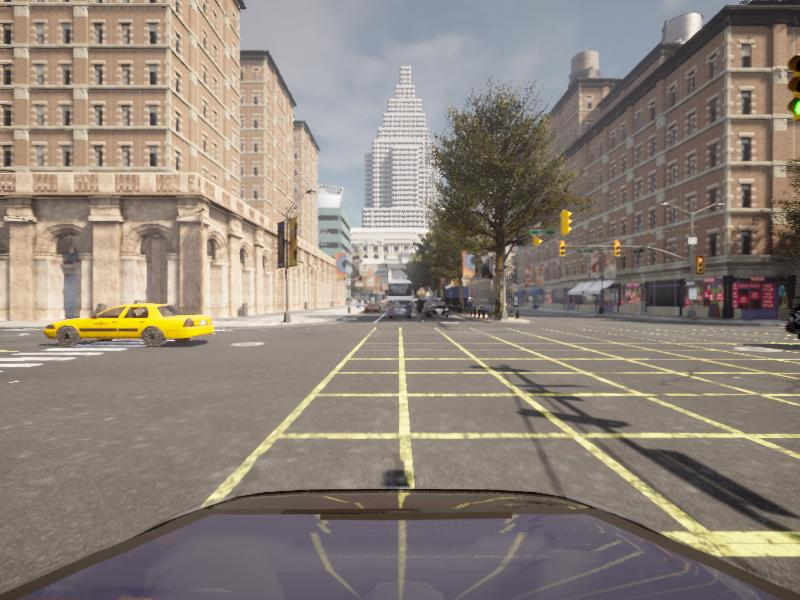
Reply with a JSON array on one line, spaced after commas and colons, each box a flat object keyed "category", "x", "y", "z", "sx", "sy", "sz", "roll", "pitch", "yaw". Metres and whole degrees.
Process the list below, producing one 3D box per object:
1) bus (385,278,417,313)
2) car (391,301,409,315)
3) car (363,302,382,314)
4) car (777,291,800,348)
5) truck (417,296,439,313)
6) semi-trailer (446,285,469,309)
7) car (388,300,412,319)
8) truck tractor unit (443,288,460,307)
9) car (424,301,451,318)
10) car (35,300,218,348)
[{"category": "bus", "x": 0.137, "y": -0.524, "z": 54.377, "sx": 3.944, "sy": 4.253, "sz": 10.273, "roll": 0, "pitch": 0, "yaw": 0}, {"category": "car", "x": 0.004, "y": 0.853, "z": 44.002, "sx": 1.837, "sy": 1.490, "sz": 4.892, "roll": 0, "pitch": 0, "yaw": 0}, {"category": "car", "x": -3.244, "y": 0.948, "z": 47.818, "sx": 1.895, "sy": 1.301, "sz": 4.718, "roll": 0, "pitch": 0, "yaw": 0}, {"category": "car", "x": 15.329, "y": 0.654, "z": 12.605, "sx": 4.605, "sy": 1.855, "sz": 1.932, "roll": 0, "pitch": 0, "yaw": 21}, {"category": "truck", "x": 3.506, "y": 0.552, "z": 51.693, "sx": 2.390, "sy": 2.098, "sz": 6.274, "roll": 0, "pitch": 0, "yaw": 0}, {"category": "semi-trailer", "x": 11.512, "y": -0.602, "z": 81.866, "sx": 2.717, "sy": 4.402, "sz": 14.254, "roll": 0, "pitch": 0, "yaw": 0}, {"category": "car", "x": 0.002, "y": 0.785, "z": 36.872, "sx": 2.033, "sy": 1.649, "sz": 4.856, "roll": 0, "pitch": 0, "yaw": 0}, {"category": "truck tractor unit", "x": 11.517, "y": -0.502, "z": 89.782, "sx": 3.053, "sy": 4.208, "sz": 6.516, "roll": 0, "pitch": 0, "yaw": 0}, {"category": "car", "x": 3.505, "y": 0.844, "z": 38.036, "sx": 2.128, "sy": 1.511, "sz": 4.902, "roll": 0, "pitch": 0, "yaw": 0}, {"category": "car", "x": -9.562, "y": 0.804, "z": 14.258, "sx": 5.366, "sy": 1.575, "sz": 1.801, "roll": 0, "pitch": 0, "yaw": 2}]
